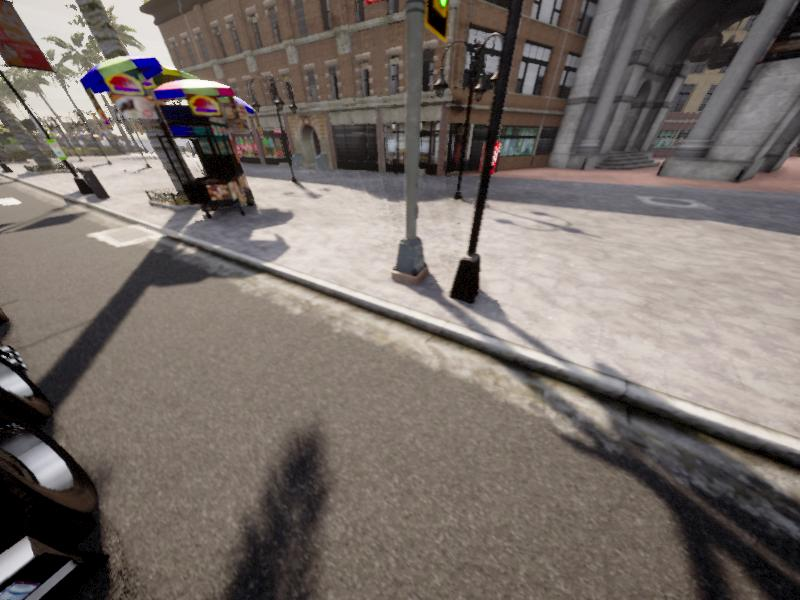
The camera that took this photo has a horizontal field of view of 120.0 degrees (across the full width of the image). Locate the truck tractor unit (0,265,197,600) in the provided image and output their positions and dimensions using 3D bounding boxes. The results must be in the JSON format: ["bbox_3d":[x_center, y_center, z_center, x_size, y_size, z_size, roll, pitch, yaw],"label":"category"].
[{"bbox_3d":[-5.114,-0.298,0.779,6.516,4.208,3.053,18,39,24],"label":"truck tractor unit"}]

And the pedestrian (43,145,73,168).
[{"bbox_3d":[-33.524,-14.129,22.688,0.751,1.860,0.751,19,39,25],"label":"pedestrian"}]
